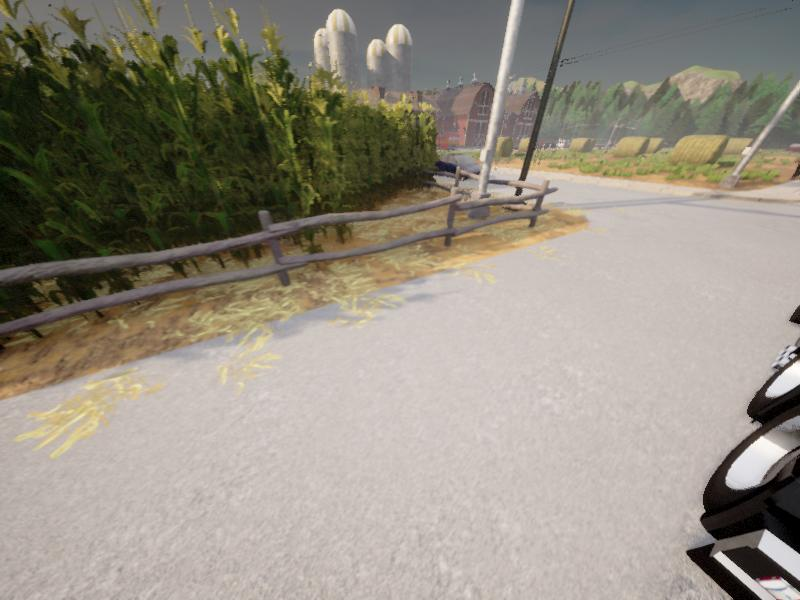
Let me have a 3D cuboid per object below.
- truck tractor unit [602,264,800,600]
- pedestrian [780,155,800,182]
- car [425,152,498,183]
[{"bbox_3d":[5.114,-0.296,0.787,6.516,4.208,3.053,-18,39,-24],"label":"truck tractor unit"},{"bbox_3d":[25.161,-8.450,14.361,0.751,1.860,0.751,-27,43,-33],"label":"pedestrian"},{"bbox_3d":[4.127,-9.571,16.495,2.163,1.488,4.792,-18,39,-24],"label":"car"}]
